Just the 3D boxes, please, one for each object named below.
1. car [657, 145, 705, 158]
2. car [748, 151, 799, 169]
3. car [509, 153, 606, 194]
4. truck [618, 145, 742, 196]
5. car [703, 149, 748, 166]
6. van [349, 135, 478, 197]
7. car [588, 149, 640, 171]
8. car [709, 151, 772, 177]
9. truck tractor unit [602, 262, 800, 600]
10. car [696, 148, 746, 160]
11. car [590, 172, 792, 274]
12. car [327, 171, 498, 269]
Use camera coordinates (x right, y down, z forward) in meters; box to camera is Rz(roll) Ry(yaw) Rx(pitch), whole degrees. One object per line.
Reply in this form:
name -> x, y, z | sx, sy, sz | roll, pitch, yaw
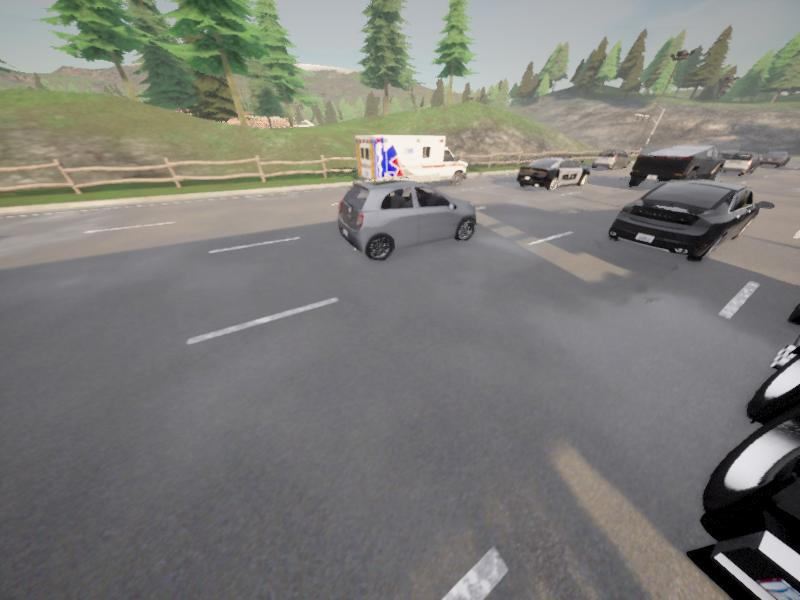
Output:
car -> 47.238, -25.119, 39.013 | 2.097, 1.767, 4.553 | -5, 35, -7
car -> 41.311, -15.531, 25.521 | 5.357, 1.411, 2.033 | -18, 39, -25
car -> 9.097, -7.455, 13.381 | 5.238, 1.638, 1.930 | -18, 39, -24
truck -> 16.112, -7.650, 13.328 | 6.274, 2.098, 2.390 | -17, 39, -24
car -> 39.039, -17.157, 27.712 | 5.008, 1.535, 1.882 | -18, 39, -25
van -> 0.808, -7.390, 12.518 | 6.366, 2.431, 2.351 | -18, 39, -24
car -> 20.434, -13.431, 22.113 | 3.988, 1.617, 1.851 | -18, 39, -24
car -> 28.374, -11.397, 19.265 | 3.988, 1.617, 1.851 | -18, 39, -24
truck tractor unit -> 5.110, -0.301, 0.791 | 6.516, 4.208, 3.053 | -18, 39, -24
car -> 51.082, -23.370, 36.910 | 1.994, 1.385, 4.181 | 0, 35, -1
car -> 7.668, -2.315, 6.108 | 4.892, 1.490, 1.837 | -18, 39, -24
car -> 0.317, -2.249, 5.907 | 3.633, 1.501, 1.845 | -18, 39, -24
